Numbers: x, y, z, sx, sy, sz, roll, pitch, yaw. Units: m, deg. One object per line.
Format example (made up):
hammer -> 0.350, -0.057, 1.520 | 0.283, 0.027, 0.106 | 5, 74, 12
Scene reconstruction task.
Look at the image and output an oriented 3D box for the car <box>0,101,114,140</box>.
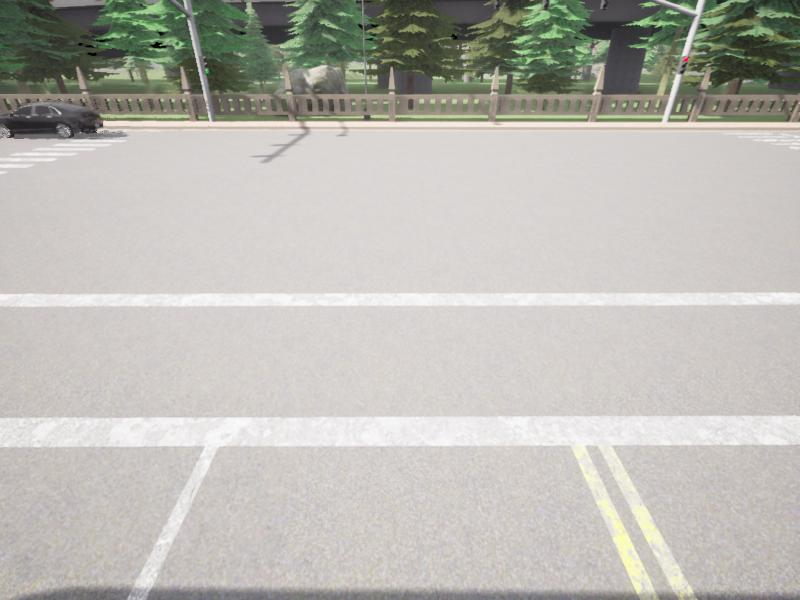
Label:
car -> -17.002, -8.642, 19.195 | 4.892, 1.490, 1.837 | 0, 30, 1
